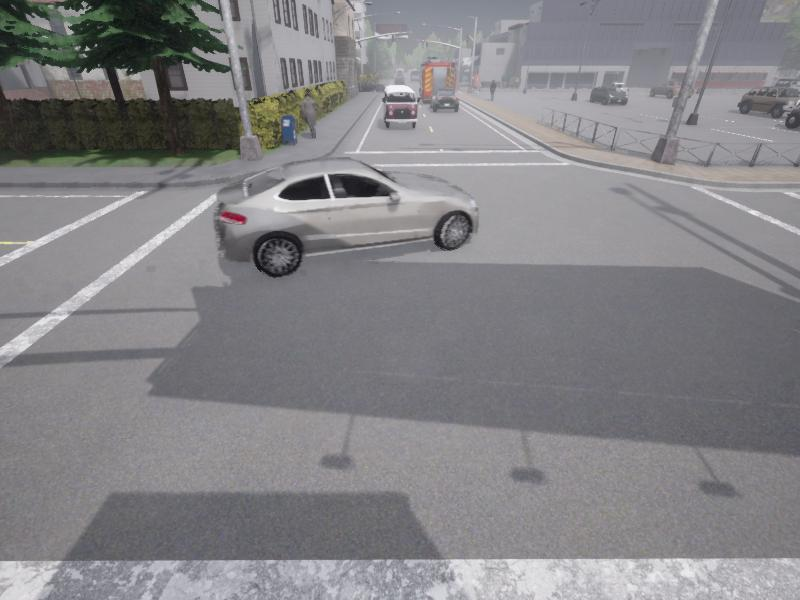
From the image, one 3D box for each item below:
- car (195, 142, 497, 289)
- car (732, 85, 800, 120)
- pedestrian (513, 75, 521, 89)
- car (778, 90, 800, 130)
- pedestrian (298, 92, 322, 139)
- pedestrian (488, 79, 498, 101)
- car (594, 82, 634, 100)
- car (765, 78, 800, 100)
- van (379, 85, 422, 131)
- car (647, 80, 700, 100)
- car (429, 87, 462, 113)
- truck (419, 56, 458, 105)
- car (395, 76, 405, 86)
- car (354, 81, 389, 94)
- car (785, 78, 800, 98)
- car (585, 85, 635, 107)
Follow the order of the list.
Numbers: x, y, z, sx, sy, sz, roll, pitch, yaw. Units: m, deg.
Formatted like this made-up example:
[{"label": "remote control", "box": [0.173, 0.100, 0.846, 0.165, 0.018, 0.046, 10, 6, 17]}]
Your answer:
[{"label": "car", "box": [-0.969, -1.863, 7.796, 5.027, 1.651, 2.152, -11, 33, -17]}, {"label": "car", "box": [25.886, -13.696, 27.574, 1.932, 1.855, 4.605, 0, 30, 0]}, {"label": "pedestrian", "box": [18.129, -33.810, 62.078, 0.751, 1.860, 0.751, 1, 30, 1]}, {"label": "car", "box": [22.620, -9.742, 20.762, 1.905, 1.878, 3.866, 0, 30, 0]}, {"label": "pedestrian", "box": [-4.069, -8.348, 18.121, 0.751, 1.860, 0.751, -12, 32, -20]}, {"label": "pedestrian", "box": [9.007, -20.297, 38.692, 0.751, 1.860, 0.751, 5, 31, 9]}, {"label": "car", "box": [22.564, -22.178, 42.367, 1.970, 1.475, 3.806, 0, 30, 0]}, {"label": "car", "box": [41.775, -22.500, 42.611, 1.905, 1.878, 3.866, 0, 30, 0]}, {"label": "van", "box": [-0.055, -11.214, 23.200, 2.069, 2.038, 4.480, -2, 30, -4]}, {"label": "car", "box": [28.981, -22.417, 42.621, 2.152, 1.636, 5.027, 0, 30, 0]}, {"label": "car", "box": [3.496, -15.889, 31.713, 2.038, 1.542, 4.974, 0, 30, 0]}, {"label": "truck", "box": [3.503, -21.376, 38.836, 2.891, 3.827, 8.468, 0, 30, 0]}, {"label": "car", "box": [0.004, -40.262, 73.483, 1.837, 1.490, 4.892, 0, 30, 0]}, {"label": "car", "box": [-3.825, -28.406, 53.492, 4.181, 1.385, 1.994, 12, 32, 23]}, {"label": "car", "box": [44.680, -22.694, 42.984, 1.932, 1.855, 4.605, 0, 30, 0]}, {"label": "car", "box": [18.919, -18.562, 36.305, 2.007, 1.523, 4.514, 0, 30, 0]}]
